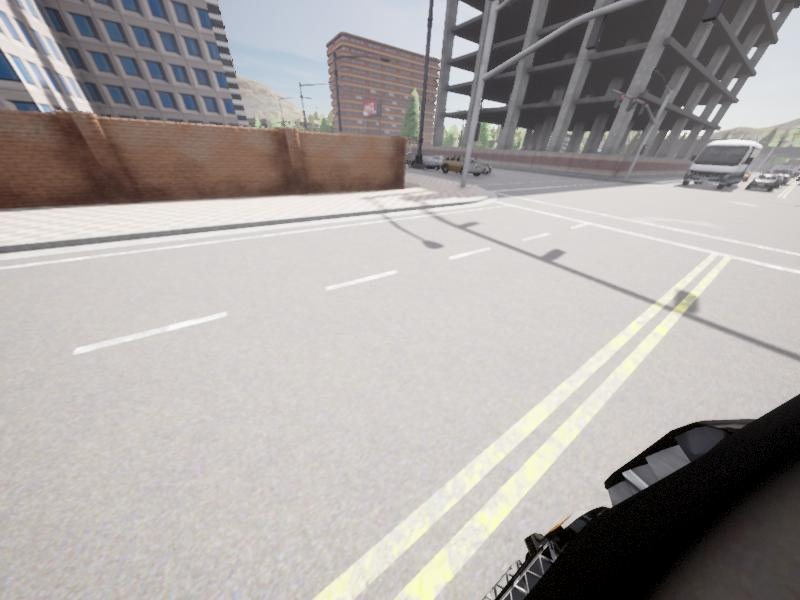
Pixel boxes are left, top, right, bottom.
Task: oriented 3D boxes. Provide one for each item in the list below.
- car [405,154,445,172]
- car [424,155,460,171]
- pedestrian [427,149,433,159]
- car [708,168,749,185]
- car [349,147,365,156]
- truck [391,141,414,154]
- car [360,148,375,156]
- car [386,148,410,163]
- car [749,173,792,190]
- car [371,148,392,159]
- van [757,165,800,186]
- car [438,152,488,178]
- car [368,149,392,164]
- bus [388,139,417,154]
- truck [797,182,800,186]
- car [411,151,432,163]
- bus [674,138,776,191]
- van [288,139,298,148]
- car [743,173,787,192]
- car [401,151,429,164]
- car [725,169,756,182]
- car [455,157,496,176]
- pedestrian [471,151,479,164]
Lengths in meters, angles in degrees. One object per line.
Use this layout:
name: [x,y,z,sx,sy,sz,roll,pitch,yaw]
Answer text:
car: [2.853,-16.396,27.511,2.163,1.488,4.792,-17,39,-28]
car: [5.319,-17.749,29.780,1.812,1.442,4.674,-17,39,-28]
pedestrian: [6.685,-32.462,51.321,0.751,1.860,0.751,-19,39,-29]
car: [43.809,-16.491,30.822,4.611,1.667,2.242,-18,39,-28]
car: [-10.348,-35.725,55.461,2.007,1.525,4.514,-17,39,-28]
truck: [1.085,-58.929,89.201,8.468,3.827,2.891,-18,39,-28]
car: [-8.127,-37.225,58.097,1.895,1.301,4.718,-17,39,-28]
car: [-0.394,-23.164,37.055,1.905,1.878,3.866,-17,39,-28]
car: [45.471,-14.650,28.333,4.902,1.511,2.128,-18,39,-28]
car: [-3.813,-29.799,46.991,2.033,1.649,4.856,-17,39,-28]
van: [55.537,-18.253,33.743,6.366,2.431,2.351,-18,39,-28]
car: [6.180,-13.570,23.173,1.932,1.855,4.605,-16,38,-26]
car: [-3.125,-21.911,35.200,1.851,1.617,3.988,-17,39,-28]
bus: [1.003,-56.859,85.696,10.273,4.253,3.944,-18,39,-28]
truck: [64.820,-19.487,35.092,8.468,3.827,2.891,-18,39,-28]
car: [3.894,-26.351,42.499,1.789,1.549,3.705,-17,39,-28]
bus: [35.617,-14.843,25.342,10.273,4.253,3.944,-18,39,-28]
van: [-41.830,-61.322,90.433,1.988,2.561,5.915,-17,39,-28]
car: [38.544,-12.450,24.422,3.705,1.549,1.789,-18,39,-28]
car: [2.387,-24.083,39.007,2.128,1.511,4.902,-17,39,-28]
car: [54.039,-19.733,36.611,5.366,1.575,1.801,-18,39,-28]
car: [8.383,-14.978,25.833,1.970,1.475,3.806,-17,39,-28]
pedestrian: [13.756,-26.028,42.223,0.751,1.860,0.751,-22,41,-32]
